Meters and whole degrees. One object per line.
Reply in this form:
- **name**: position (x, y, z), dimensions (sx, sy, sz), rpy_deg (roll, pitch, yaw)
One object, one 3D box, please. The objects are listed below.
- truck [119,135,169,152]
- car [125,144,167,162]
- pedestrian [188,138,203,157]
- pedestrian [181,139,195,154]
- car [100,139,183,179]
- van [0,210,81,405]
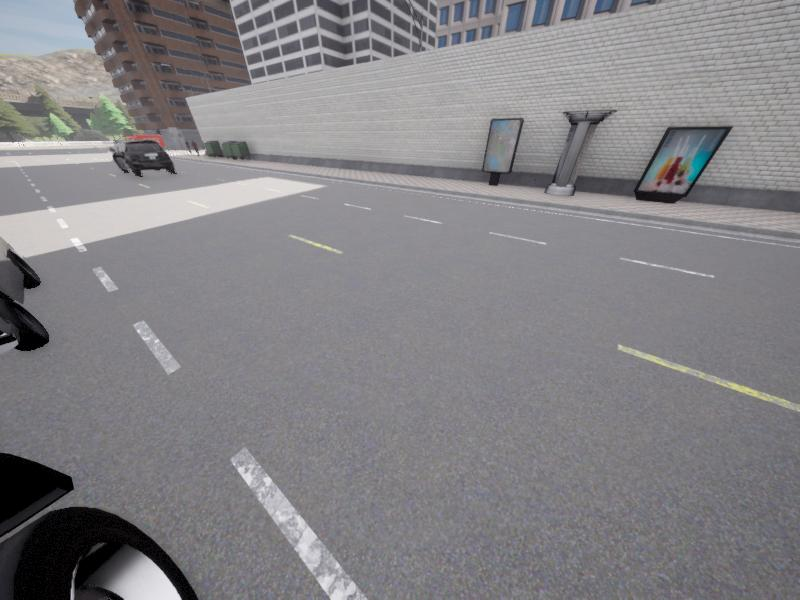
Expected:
- **truck**: position (-45.501, -27.949, 41.225), dimensions (2.627, 2.467, 5.204), rpy_deg (27, 43, 33)
- **car**: position (-28.007, -16.238, 25.492), dimensions (4.193, 1.474, 1.816), rpy_deg (22, 41, 28)
- **pedestrian**: position (-25.041, -18.633, 28.272), dimensions (0.751, 1.860, 0.751), rpy_deg (-23, 41, -29)
- **pedestrian**: position (-31.999, -23.244, 34.865), dimensions (0.751, 1.860, 0.751), rpy_deg (17, 39, 22)
- **car**: position (-18.183, -10.018, 16.233), dimensions (5.566, 2.045, 2.150), rpy_deg (22, 41, 28)
- **van**: position (-6.149, -0.299, 2.543), dimensions (4.480, 2.038, 2.069), rpy_deg (22, 41, 30)
